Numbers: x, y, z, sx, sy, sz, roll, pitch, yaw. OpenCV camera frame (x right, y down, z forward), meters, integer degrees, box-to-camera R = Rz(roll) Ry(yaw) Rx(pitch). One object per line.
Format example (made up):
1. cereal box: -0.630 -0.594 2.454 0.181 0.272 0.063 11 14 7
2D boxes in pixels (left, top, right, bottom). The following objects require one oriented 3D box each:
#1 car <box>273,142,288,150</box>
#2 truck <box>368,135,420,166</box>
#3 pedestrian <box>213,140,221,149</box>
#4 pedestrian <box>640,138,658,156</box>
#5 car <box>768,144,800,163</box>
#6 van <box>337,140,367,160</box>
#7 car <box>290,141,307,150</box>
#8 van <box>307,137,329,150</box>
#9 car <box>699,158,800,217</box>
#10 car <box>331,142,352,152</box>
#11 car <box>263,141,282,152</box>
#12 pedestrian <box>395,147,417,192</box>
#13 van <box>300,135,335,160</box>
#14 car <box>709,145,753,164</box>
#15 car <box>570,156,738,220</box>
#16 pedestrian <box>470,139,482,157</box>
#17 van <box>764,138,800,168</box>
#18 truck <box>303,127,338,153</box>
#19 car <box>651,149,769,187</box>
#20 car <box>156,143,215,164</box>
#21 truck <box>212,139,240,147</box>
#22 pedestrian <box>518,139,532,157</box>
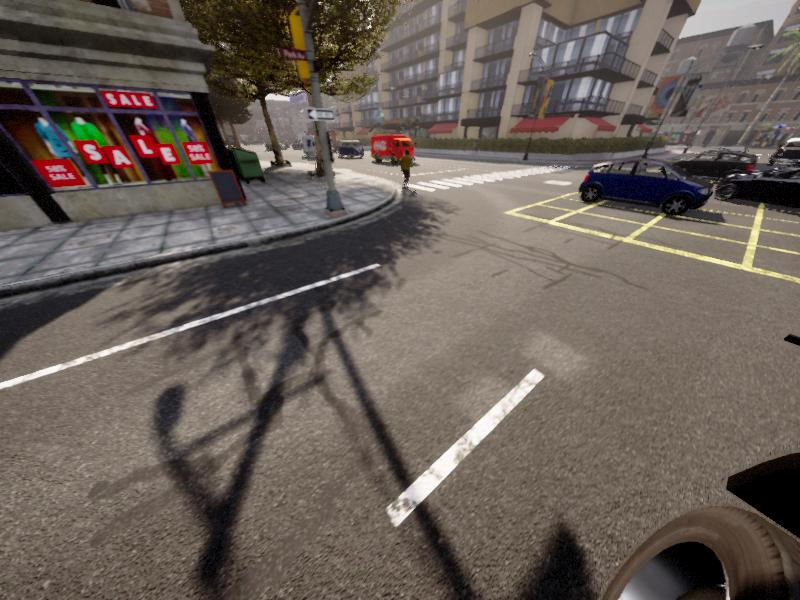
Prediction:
1. car: -27.964 -35.999 53.956 1.851 1.617 3.988 -24 41 -29
2. truck: -0.706 -15.627 23.974 2.627 2.467 5.204 -24 41 -29
3. pedestrian: -43.201 -36.701 54.485 0.751 1.860 0.751 -25 42 -31
4. pedestrian: 31.687 -19.474 29.392 0.751 1.860 0.751 -24 42 -30
5. car: 40.230 -15.159 23.860 4.674 1.442 1.812 -23 41 -29
6. van: -6.371 -19.744 30.289 1.775 1.987 4.442 -24 41 -29
7. car: -23.817 -36.240 54.168 1.930 1.638 5.238 -24 41 -29
8. van: -18.996 -36.247 53.446 2.351 2.431 6.366 -24 41 -29
9. car: 14.177 -4.104 8.295 1.845 1.501 3.633 -2 35 -3
10. car: -11.618 -30.256 45.664 2.007 1.525 4.514 -24 41 -29
11. car: -25.989 -31.253 46.967 2.097 1.767 4.553 -24 41 -29
12. pedestrian: 0.293 -6.461 11.433 0.751 1.860 0.751 26 43 32
13. van: -10.815 -19.997 30.205 1.988 2.561 5.915 -24 41 -29
14. car: 33.443 -14.738 23.318 4.674 1.442 1.812 -23 41 -29
15. car: 9.157 -4.392 8.728 1.789 1.549 3.705 -24 41 -29
16. pedestrian: 9.741 -19.524 29.645 0.751 1.860 0.751 -21 40 -27
17. van: 35.040 -13.158 20.543 4.480 2.038 2.069 -23 41 -29
18. truck: -15.237 -30.601 44.189 2.891 3.827 8.468 -24 41 -29
19. car: 17.862 -7.819 13.527 1.789 1.549 3.705 -24 42 -29
20. car: -24.588 -17.047 26.777 4.553 1.767 2.097 -21 40 -27
21. truck: -54.248 -49.066 72.237 6.274 2.098 2.390 -7 36 -9
22. pedestrian: 15.542 -18.943 28.772 0.751 1.860 0.751 -25 42 -31
